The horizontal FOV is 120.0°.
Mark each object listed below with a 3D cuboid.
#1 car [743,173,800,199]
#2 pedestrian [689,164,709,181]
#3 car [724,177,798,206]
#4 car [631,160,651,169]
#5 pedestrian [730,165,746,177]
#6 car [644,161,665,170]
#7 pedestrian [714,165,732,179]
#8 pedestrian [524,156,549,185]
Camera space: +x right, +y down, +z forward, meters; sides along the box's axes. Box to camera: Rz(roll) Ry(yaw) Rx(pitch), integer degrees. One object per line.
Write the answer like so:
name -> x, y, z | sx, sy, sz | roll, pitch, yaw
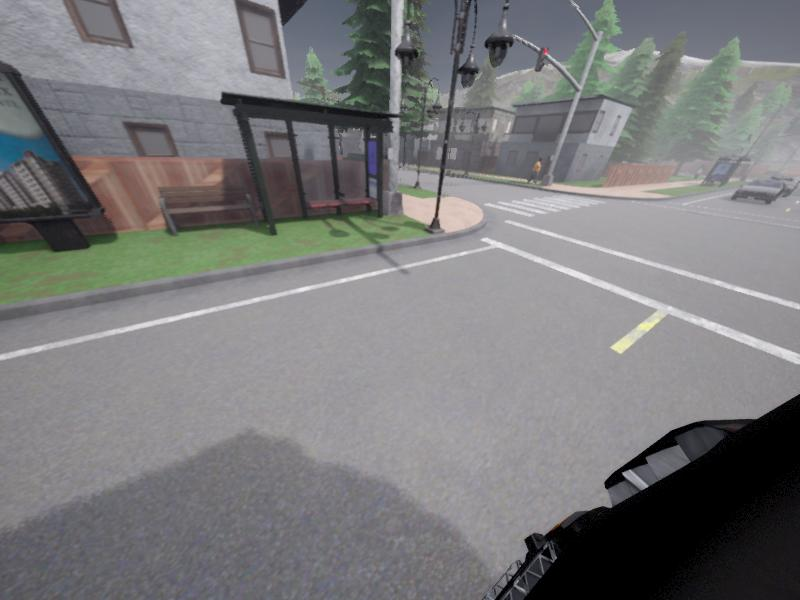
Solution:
car -> 32.916, -10.034, 20.217 | 5.027, 1.651, 2.152 | -17, 38, -27
pedestrian -> 37.759, -16.089, 29.175 | 0.751, 1.860, 0.751 | -20, 40, -30
car -> 26.258, -7.957, 16.767 | 5.357, 1.411, 2.033 | -17, 38, -27
car -> 60.502, -34.024, 58.000 | 3.866, 1.878, 1.905 | -18, 39, -28
pedestrian -> 66.105, -25.242, 45.196 | 0.751, 1.860, 0.751 | 13, 35, 15
car -> 62.177, -32.905, 56.448 | 4.605, 1.855, 1.932 | -18, 39, -28
pedestrian -> 49.851, -19.775, 35.686 | 0.751, 1.860, 0.751 | -19, 39, -29
pedestrian -> 10.197, -9.657, 17.263 | 0.751, 1.860, 0.751 | -9, 35, -17
